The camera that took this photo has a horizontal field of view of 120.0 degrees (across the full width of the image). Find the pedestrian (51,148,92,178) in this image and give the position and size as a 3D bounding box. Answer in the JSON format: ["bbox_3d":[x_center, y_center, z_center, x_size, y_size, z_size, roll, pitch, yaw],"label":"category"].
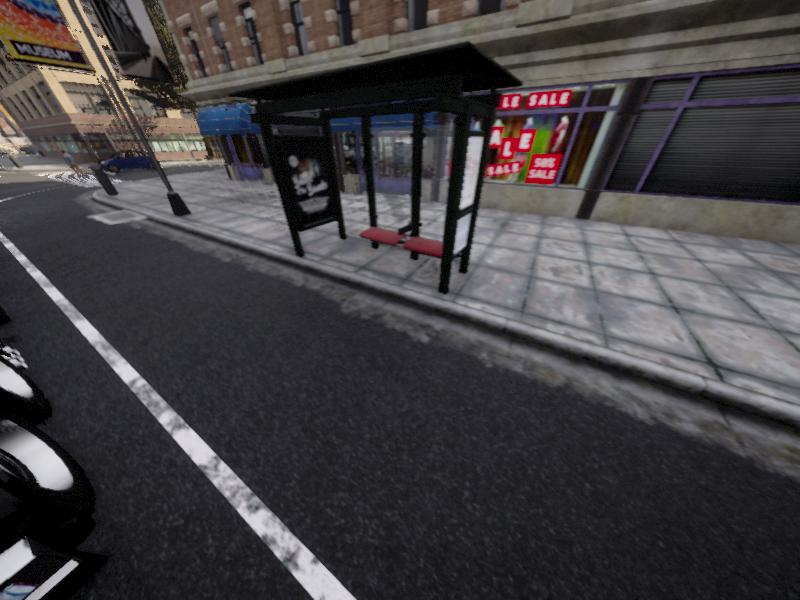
[{"bbox_3d":[-24.762,-10.319,17.436,0.751,1.860,0.751,5,35,8],"label":"pedestrian"}]

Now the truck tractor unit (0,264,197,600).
[{"bbox_3d":[-5.116,-0.294,0.787,6.516,4.208,3.053,18,39,24],"label":"truck tractor unit"}]

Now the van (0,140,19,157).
[{"bbox_3d":[-74.462,-26.930,41.247,1.988,2.561,5.915,18,39,25],"label":"van"}]

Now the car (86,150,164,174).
[{"bbox_3d":[-25.014,-12.757,21.209,1.851,1.617,3.988,20,40,26],"label":"car"}]
